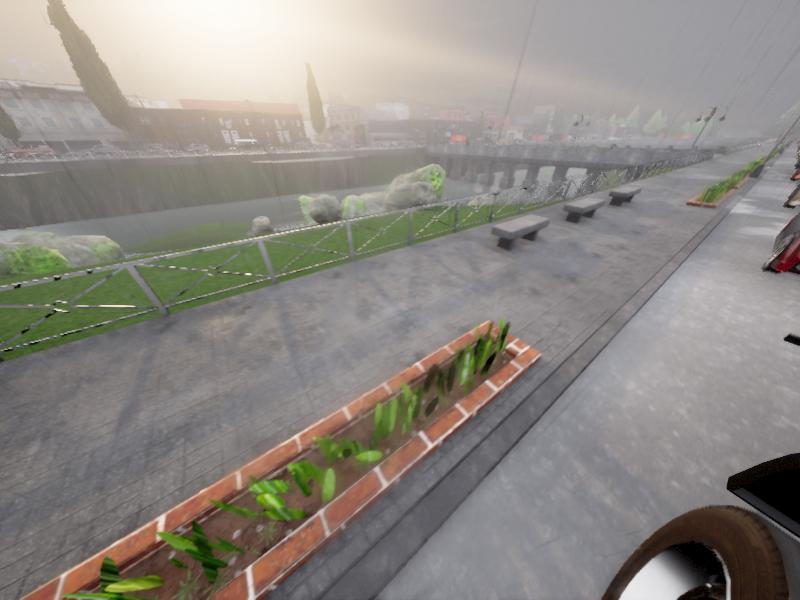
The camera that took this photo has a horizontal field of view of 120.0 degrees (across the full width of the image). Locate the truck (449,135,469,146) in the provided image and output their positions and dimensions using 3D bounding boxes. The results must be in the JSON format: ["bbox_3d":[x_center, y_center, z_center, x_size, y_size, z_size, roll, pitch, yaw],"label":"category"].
[{"bbox_3d":[18.158,-49.012,70.946,5.204,2.467,2.627,-22,41,-28],"label":"truck"}]

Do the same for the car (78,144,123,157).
[{"bbox_3d":[-47.998,-24.086,37.157,3.806,1.475,1.970,-23,41,-28],"label":"car"}]

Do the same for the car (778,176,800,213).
[{"bbox_3d":[16.064,-4.139,8.285,4.514,1.525,2.007,-22,41,-28],"label":"car"}]

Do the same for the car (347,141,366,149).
[{"bbox_3d":[-10.326,-36.830,54.837,3.806,1.475,1.970,-22,41,-28],"label":"car"}]

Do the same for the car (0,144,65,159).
[{"bbox_3d":[-53.833,-21.737,33.761,5.027,1.651,2.152,-22,41,-28],"label":"car"}]

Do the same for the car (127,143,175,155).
[{"bbox_3d":[-42.942,-26.247,40.025,5.238,1.638,1.930,-22,41,-28],"label":"car"}]

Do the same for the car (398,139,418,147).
[{"bbox_3d":[2.225,-42.087,62.016,5.238,1.638,1.930,-22,41,-28],"label":"car"}]

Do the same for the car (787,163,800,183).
[{"bbox_3d":[24.697,-7.704,13.248,4.514,1.525,2.007,-22,41,-28],"label":"car"}]

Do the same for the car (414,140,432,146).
[{"bbox_3d":[6.865,-46.791,68.720,5.008,1.535,1.882,-22,41,-28],"label":"car"}]

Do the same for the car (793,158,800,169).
[{"bbox_3d":[33.321,-11.252,18.233,4.193,1.474,1.816,-22,41,-28],"label":"car"}]

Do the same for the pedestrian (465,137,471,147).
[{"bbox_3d":[15.590,-36.400,53.193,0.751,1.860,0.751,-18,39,-24],"label":"pedestrian"}]

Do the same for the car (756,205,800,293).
[{"bbox_3d":[8.972,-1.144,4.250,4.181,1.385,1.994,-22,41,-28],"label":"car"}]

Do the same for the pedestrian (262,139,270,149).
[{"bbox_3d":[-29.419,-34.176,50.706,0.751,1.860,0.751,-8,36,-10],"label":"pedestrian"}]

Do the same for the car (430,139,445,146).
[{"bbox_3d":[10.869,-45.612,67.020,3.988,1.617,1.851,-22,41,-28],"label":"car"}]

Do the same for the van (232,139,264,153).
[{"bbox_3d":[-28.891,-29.391,43.995,4.480,2.038,2.069,-22,41,-28],"label":"van"}]

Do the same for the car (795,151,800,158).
[{"bbox_3d":[48.904,-17.710,27.171,5.008,1.535,1.882,-22,41,-28],"label":"car"}]

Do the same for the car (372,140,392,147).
[{"bbox_3d":[-4.695,-42.036,62.052,4.974,1.542,2.038,-22,41,-28],"label":"car"}]

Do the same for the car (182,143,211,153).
[{"bbox_3d":[-37.827,-28.291,43.012,3.806,1.475,1.970,-22,41,-28],"label":"car"}]

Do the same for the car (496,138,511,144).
[{"bbox_3d":[36.753,-56.317,81.914,5.366,1.575,1.801,-22,41,-28],"label":"car"}]

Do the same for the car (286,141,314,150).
[{"bbox_3d":[-22.359,-34.741,51.852,5.238,1.638,1.930,-23,41,-28],"label":"car"}]

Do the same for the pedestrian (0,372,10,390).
[{"bbox_3d":[-4.339,0.393,1.550,0.751,1.860,0.751,-23,41,-29],"label":"pedestrian"}]

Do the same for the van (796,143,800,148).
[{"bbox_3d":[80.032,-30.935,44.813,6.366,2.431,2.351,-22,41,-28],"label":"van"}]

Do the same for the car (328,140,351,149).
[{"bbox_3d":[-14.731,-37.892,56.254,4.856,1.649,2.033,-22,41,-28],"label":"car"}]

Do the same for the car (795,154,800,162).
[{"bbox_3d":[41.344,-14.586,22.826,3.633,1.501,1.845,-22,41,-28],"label":"car"}]

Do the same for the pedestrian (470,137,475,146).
[{"bbox_3d":[20.490,-44.704,65.144,0.751,1.860,0.751,-19,39,-24],"label":"pedestrian"}]

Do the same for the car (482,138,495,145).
[{"bbox_3d":[29.978,-53.650,77.921,3.866,1.878,1.905,-22,41,-28],"label":"car"}]

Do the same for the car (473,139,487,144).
[{"bbox_3d":[28.072,-55.542,80.934,4.892,1.490,1.837,-22,41,-28],"label":"car"}]

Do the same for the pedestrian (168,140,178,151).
[{"bbox_3d":[-44.968,-30.566,45.768,0.751,1.860,0.751,-22,41,-28],"label":"pedestrian"}]
